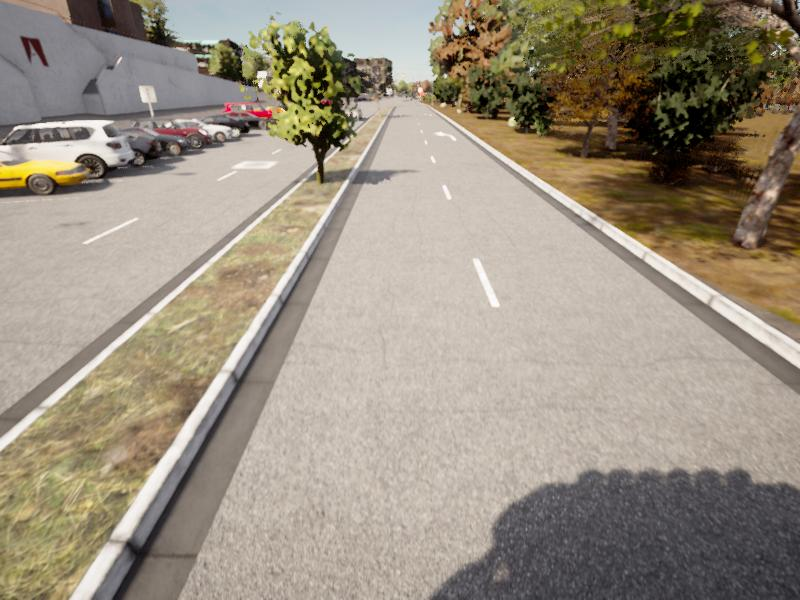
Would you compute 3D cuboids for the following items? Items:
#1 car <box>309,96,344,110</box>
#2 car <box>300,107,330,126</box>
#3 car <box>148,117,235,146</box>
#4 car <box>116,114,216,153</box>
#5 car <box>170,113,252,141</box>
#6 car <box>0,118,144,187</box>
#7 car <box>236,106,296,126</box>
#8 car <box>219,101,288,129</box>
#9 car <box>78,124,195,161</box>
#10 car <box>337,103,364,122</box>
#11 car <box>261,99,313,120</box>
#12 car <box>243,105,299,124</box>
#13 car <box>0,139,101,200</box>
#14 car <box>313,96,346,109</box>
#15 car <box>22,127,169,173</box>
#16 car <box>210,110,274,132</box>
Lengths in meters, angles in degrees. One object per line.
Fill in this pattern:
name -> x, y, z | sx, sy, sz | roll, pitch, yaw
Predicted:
car -> -13.118, -35.231, 71.438 | 5.566, 2.045, 2.435 | -10, 29, -17
car -> -8.373, -18.311, 39.778 | 1.837, 1.490, 4.892 | 0, 28, 0
car -> -13.585, -11.192, 26.444 | 4.674, 1.452, 2.002 | -10, 29, -17
car -> -13.643, -9.928, 23.707 | 4.553, 1.767, 2.185 | -10, 29, -17
car -> -13.548, -12.636, 29.075 | 5.008, 1.535, 2.097 | -10, 30, -17
car -> -13.722, -5.840, 15.675 | 5.566, 2.045, 2.435 | -10, 29, -17
car -> -13.270, -18.309, 39.729 | 5.366, 1.575, 1.946 | -10, 29, -17
car -> -13.451, -17.095, 36.919 | 5.566, 2.045, 2.435 | -10, 29, -17
car -> -13.641, -8.382, 21.143 | 4.674, 1.452, 2.002 | -10, 29, -17
car -> -5.330, -20.515, 43.750 | 2.242, 1.667, 4.611 | 0, 28, 0
car -> -13.389, -22.695, 47.498 | 5.566, 2.045, 2.435 | -10, 29, -17
car -> -13.591, -19.647, 42.267 | 5.366, 1.575, 1.946 | -10, 29, -17
car -> -13.549, -4.266, 13.192 | 5.366, 1.575, 1.946 | -10, 29, -17
car -> -13.019, -36.637, 74.128 | 5.566, 2.045, 2.435 | -10, 29, -16
car -> -13.692, -6.985, 18.461 | 4.792, 1.488, 2.163 | -10, 29, -17
car -> -13.473, -15.437, 34.399 | 4.792, 1.488, 2.163 | -10, 29, -17
